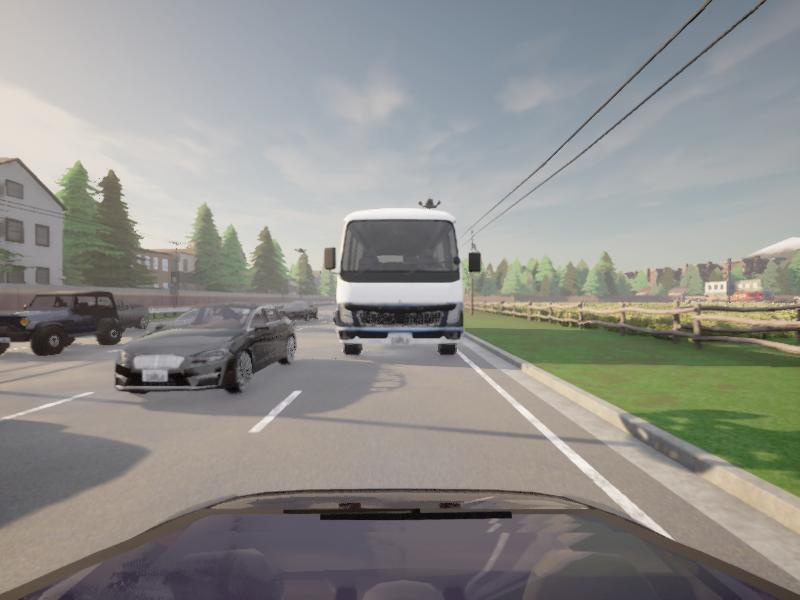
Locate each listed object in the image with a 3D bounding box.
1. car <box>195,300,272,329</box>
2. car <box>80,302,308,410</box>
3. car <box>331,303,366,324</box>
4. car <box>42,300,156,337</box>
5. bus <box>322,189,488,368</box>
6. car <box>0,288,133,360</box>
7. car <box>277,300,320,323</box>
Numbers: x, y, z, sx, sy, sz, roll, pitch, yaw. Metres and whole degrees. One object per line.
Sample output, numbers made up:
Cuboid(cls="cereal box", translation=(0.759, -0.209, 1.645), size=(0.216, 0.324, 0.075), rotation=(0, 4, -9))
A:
Cuboid(cls="car", translation=(-9.866, 0.770, 24.274), size=(2.038, 1.542, 4.974), rotation=(0, 1, 8))
Cuboid(cls="car", translation=(-3.499, 0.817, 8.165), size=(2.128, 1.511, 4.902), rotation=(0, 0, 0))
Cuboid(cls="car", translation=(-3.497, 0.884, 27.950), size=(1.895, 1.301, 4.718), rotation=(0, 0, 0))
Cuboid(cls="car", translation=(-13.997, 0.787, 19.039), size=(2.007, 1.525, 4.514), rotation=(0, 0, 0))
Cuboid(cls="bus", translation=(0.122, -0.572, 14.660), size=(3.944, 4.253, 10.273), rotation=(0, 1, 0))
Cuboid(cls="car", translation=(-10.500, 0.618, 12.362), size=(1.905, 1.878, 3.866), rotation=(0, 0, 0))
Cuboid(cls="car", translation=(-7.095, 0.762, 28.544), size=(1.882, 1.535, 5.008), rotation=(0, 0, -1))
